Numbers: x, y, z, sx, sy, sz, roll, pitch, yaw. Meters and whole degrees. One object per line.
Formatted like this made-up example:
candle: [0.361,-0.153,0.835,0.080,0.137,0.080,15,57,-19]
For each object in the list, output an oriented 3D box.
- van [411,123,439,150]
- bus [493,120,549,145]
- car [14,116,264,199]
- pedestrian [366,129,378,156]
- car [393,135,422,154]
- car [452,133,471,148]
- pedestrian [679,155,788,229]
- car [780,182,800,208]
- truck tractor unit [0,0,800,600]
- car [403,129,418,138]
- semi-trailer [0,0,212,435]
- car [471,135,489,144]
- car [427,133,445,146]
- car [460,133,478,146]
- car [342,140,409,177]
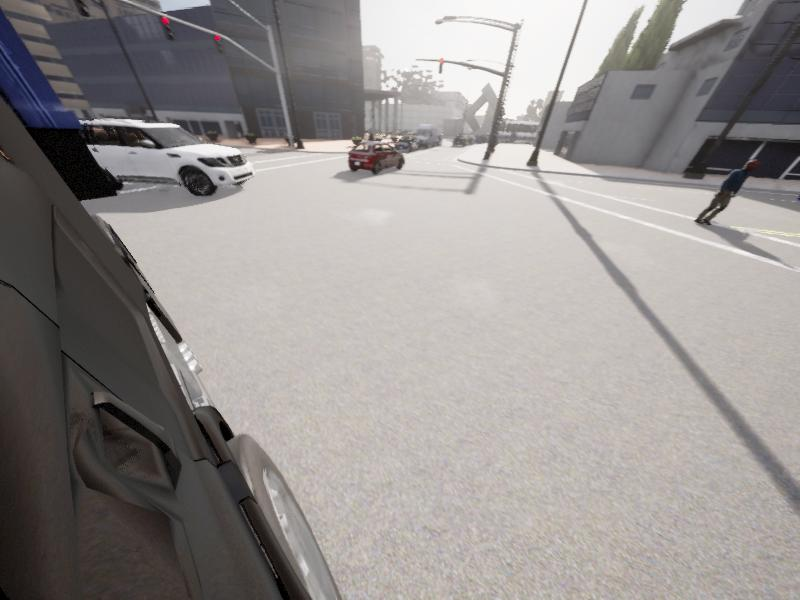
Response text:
van: [3.432,-21.634,30.549,1.988,2.561,5.915,14,38,15]
bus: [28.138,-39.297,54.242,10.273,4.253,3.944,-3,39,-8]
car: [-8.474,-5.069,8.191,5.566,2.045,2.150,3,37,0]
pedestrian: [-2.470,-13.902,20.402,0.751,1.860,0.751,19,40,21]
car: [0.871,-17.063,25.185,1.816,1.474,4.193,14,38,14]
car: [9.821,-25.507,36.868,1.930,1.638,5.238,14,38,15]
pedestrian: [9.820,-3.201,6.944,0.751,1.860,0.751,4,37,2]
car: [19.815,-4.065,8.984,5.008,1.535,1.882,13,38,14]
truck tractor unit: [-2.645,-0.295,0.351,6.516,4.208,3.053,28,44,30]
car: [2.722,-45.458,63.046,2.242,1.667,4.611,-13,40,-20]
semi-trailer: [-9.446,-2.949,3.309,14.254,4.402,2.717,19,39,20]
car: [16.388,-32.753,47.079,1.816,1.474,4.193,25,42,27]
car: [5.616,-24.959,35.957,1.845,1.501,3.633,13,38,14]
car: [12.622,-29.289,42.085,1.930,1.638,5.238,18,39,19]
car: [-1.264,-8.545,13.740,1.816,1.474,4.193,20,40,22]
